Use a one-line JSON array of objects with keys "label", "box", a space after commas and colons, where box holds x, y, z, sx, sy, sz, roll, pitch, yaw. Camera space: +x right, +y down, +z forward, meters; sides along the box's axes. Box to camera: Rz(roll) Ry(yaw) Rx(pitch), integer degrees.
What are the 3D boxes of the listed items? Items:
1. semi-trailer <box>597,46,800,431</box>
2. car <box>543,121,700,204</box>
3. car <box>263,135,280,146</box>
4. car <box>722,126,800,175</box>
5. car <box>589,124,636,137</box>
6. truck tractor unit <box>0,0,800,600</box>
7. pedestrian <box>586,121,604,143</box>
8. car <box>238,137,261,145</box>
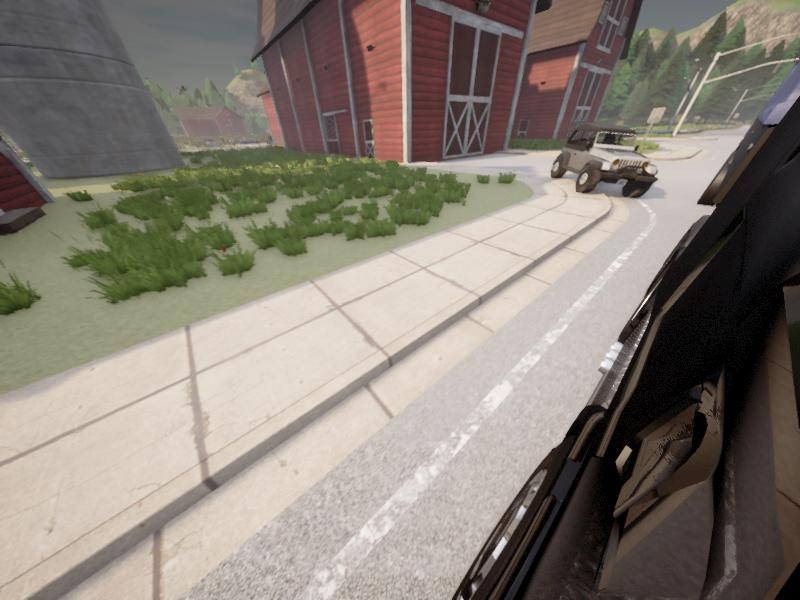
[{"label": "semi-trailer", "box": [8.725, -3.576, 4.218, 14.254, 4.402, 2.717, -28, 44, -30]}, {"label": "car", "box": [7.157, -5.078, 8.241, 1.905, 1.878, 3.866, 8, 39, 4]}, {"label": "car", "box": [-28.356, -35.125, 50.929, 1.905, 1.878, 3.866, -27, 43, -30]}, {"label": "car", "box": [18.432, -7.525, 11.424, 4.611, 1.667, 2.242, -28, 44, -30]}, {"label": "car", "box": [35.461, -28.298, 38.700, 1.930, 1.638, 5.238, -27, 43, -29]}, {"label": "truck tractor unit", "box": [2.645, -0.295, 0.351, 6.516, 4.208, 3.053, -28, 44, -30]}, {"label": "pedestrian", "box": [21.353, -18.431, 25.356, 0.751, 1.860, 0.751, -28, 44, -31]}, {"label": "car", "box": [-40.579, -42.850, 62.256, 4.611, 1.667, 2.242, -27, 43, -30]}]
